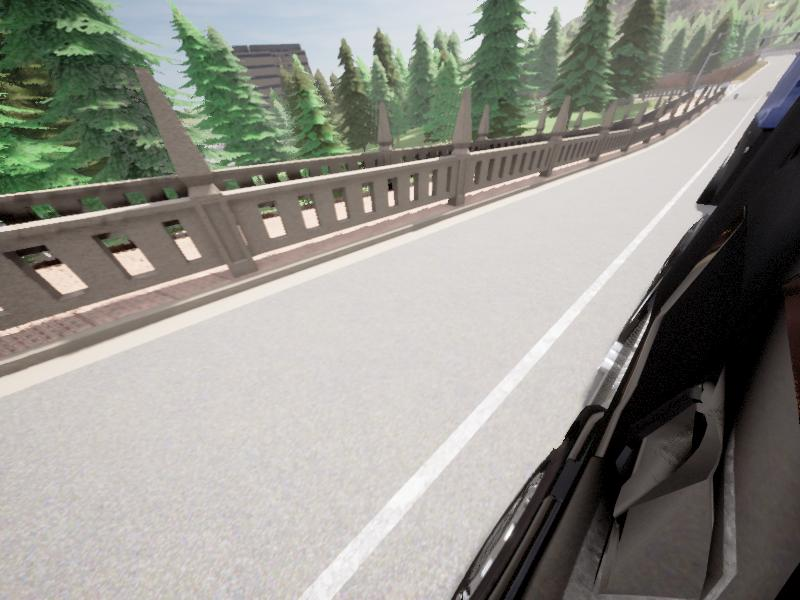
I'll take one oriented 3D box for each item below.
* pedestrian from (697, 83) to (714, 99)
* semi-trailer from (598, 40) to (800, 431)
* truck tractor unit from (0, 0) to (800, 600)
[{"bbox_3d":[49.951,-34.130,37.789,0.751,1.860,0.751,-32,45,-24],"label":"pedestrian"},{"bbox_3d":[8.691,-3.614,4.228,14.254,4.402,2.717,-28,44,-30],"label":"semi-trailer"},{"bbox_3d":[2.645,-0.295,0.352,6.516,4.208,3.053,-28,44,-30],"label":"truck tractor unit"}]
